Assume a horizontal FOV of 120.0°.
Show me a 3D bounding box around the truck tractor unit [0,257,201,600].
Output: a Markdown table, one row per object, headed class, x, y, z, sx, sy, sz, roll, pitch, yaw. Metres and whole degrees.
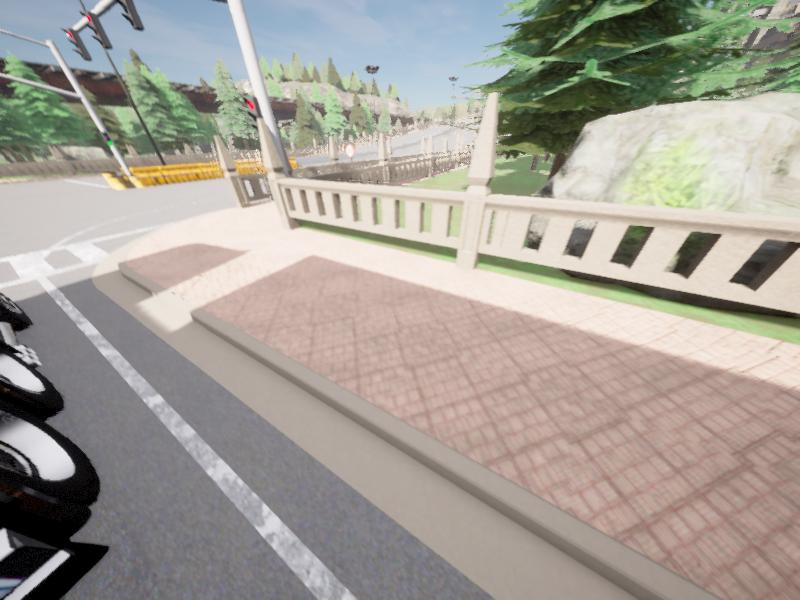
| class | x | y | z | sx | sy | sz | roll | pitch | yaw |
| --- | --- | --- | --- | --- | --- | --- | --- | --- | --- |
| truck tractor unit | -5.186 | -0.181 | 0.845 | 6.516 | 4.208 | 3.053 | 15 | 42 | 27 |
